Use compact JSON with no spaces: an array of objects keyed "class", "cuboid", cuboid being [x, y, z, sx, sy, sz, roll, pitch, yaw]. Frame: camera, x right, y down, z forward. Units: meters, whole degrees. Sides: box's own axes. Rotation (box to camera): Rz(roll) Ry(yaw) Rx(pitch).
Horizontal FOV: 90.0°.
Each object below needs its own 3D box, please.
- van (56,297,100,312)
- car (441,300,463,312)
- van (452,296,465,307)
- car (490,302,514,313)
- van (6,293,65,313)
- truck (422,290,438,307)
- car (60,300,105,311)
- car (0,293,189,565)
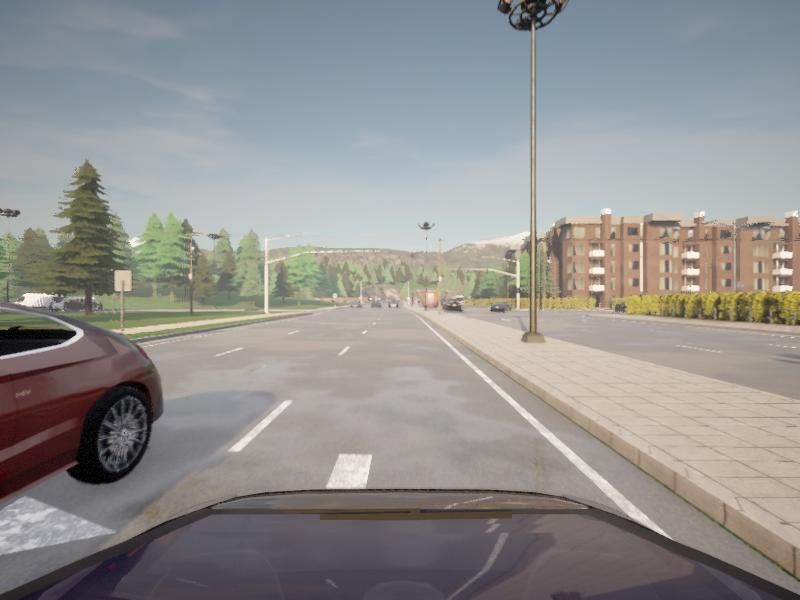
[{"class":"van","cuboid":[-44.738,0.592,55.673,4.480,2.038,2.069,0,0,1]},{"class":"car","cuboid":[7.374,0.776,57.102,2.242,1.667,4.611,0,0,-2]},{"class":"van","cuboid":[13.715,0.334,94.058,1.988,2.561,5.915,0,0,0]},{"class":"car","cuboid":[13.596,0.926,53.296,1.994,1.385,4.181,0,0,30]},{"class":"van","cuboid":[-47.487,0.336,52.207,5.915,2.561,1.988,0,0,1]},{"class":"truck","cuboid":[6.715,-0.292,91.139,2.891,3.827,8.468,0,0,0]},{"class":"car","cuboid":[-46.909,0.792,59.198,5.238,1.638,1.930,0,0,1]},{"class":"car","cuboid":[-3.500,0.781,2.070,2.152,1.651,5.027,0,0,0]}]
